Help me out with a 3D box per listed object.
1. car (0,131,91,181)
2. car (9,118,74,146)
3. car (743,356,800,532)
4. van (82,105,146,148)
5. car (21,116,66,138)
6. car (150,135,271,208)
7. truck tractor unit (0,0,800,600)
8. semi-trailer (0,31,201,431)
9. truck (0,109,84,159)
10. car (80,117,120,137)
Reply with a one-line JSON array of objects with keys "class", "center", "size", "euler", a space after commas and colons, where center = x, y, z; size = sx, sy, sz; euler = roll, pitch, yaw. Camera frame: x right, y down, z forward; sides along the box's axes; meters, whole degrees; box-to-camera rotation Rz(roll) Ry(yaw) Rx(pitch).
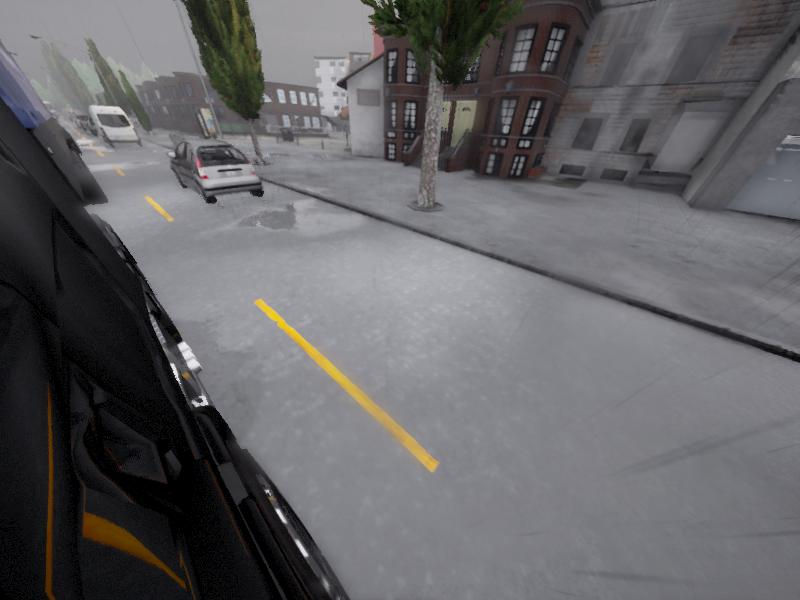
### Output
[{"class": "car", "center": [-15.400, -6.274, 9.887], "size": [4.181, 1.385, 1.994], "euler": [28, 44, 31]}, {"class": "car", "center": [-28.177, -13.349, 18.329], "size": [4.902, 1.511, 2.128], "euler": [29, 44, 31]}, {"class": "car", "center": [4.660, 1.545, 0.609], "size": [3.705, 1.549, 1.789], "euler": [29, 44, 30]}, {"class": "van", "center": [-23.838, -14.462, 19.240], "size": [5.915, 2.561, 1.988], "euler": [29, 44, 31]}, {"class": "car", "center": [-35.924, -17.586, 23.407], "size": [5.366, 1.575, 1.801], "euler": [29, 44, 30]}, {"class": "car", "center": [-6.608, -4.647, 8.075], "size": [3.988, 1.617, 1.851], "euler": [29, 44, 30]}, {"class": "truck tractor unit", "center": [-2.645, -0.295, 0.351], "size": [6.516, 4.208, 3.053], "euler": [28, 44, 30]}, {"class": "semi-trailer", "center": [-8.637, -3.654, 4.276], "size": [14.254, 4.402, 2.717], "euler": [29, 44, 30]}, {"class": "truck", "center": [-22.054, -10.244, 14.108], "size": [6.274, 2.098, 2.390], "euler": [29, 44, 31]}, {"class": "car", "center": [-35.112, -20.307, 27.046], "size": [4.856, 1.649, 2.033], "euler": [29, 44, 30]}]
